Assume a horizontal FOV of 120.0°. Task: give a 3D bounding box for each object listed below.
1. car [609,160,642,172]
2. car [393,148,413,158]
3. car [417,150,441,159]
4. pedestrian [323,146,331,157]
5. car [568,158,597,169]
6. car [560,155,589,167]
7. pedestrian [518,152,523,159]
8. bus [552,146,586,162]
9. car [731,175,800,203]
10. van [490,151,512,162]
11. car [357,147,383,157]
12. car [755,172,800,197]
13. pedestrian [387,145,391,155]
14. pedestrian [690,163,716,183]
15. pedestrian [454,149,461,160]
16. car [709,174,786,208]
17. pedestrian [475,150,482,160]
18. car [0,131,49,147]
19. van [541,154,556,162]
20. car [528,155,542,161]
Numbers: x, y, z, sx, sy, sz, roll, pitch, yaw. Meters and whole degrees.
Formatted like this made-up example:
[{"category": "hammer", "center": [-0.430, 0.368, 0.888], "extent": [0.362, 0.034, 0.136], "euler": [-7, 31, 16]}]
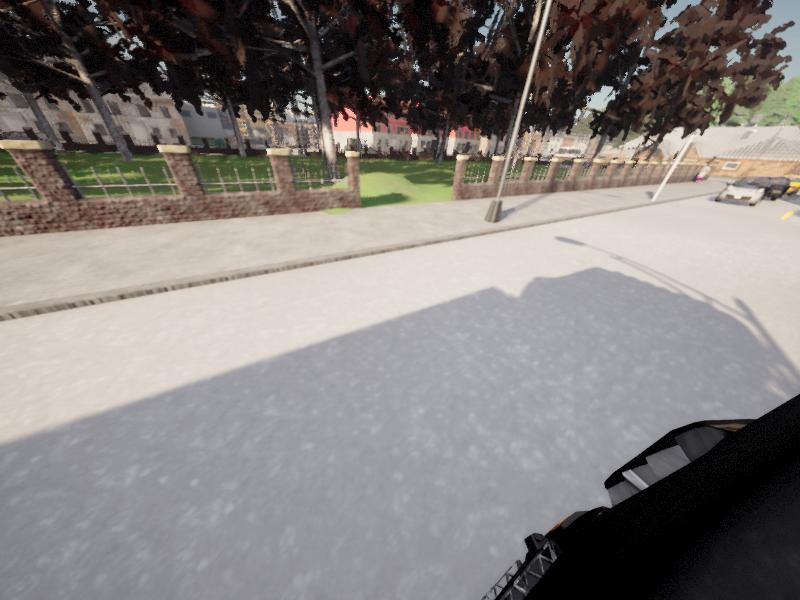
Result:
[{"category": "car", "center": [40.773, -24.292, 41.806], "extent": [1.845, 1.501, 3.633], "euler": [-16, 38, -26]}, {"category": "car", "center": [0.549, -29.905, 47.018], "extent": [3.705, 1.549, 1.789], "euler": [-16, 38, -26]}, {"category": "car", "center": [6.373, -31.549, 49.967], "extent": [4.892, 1.490, 1.837], "euler": [-17, 39, -26]}, {"category": "pedestrian", "center": [-11.497, -23.354, 36.340], "extent": [0.751, 1.300, 0.751], "euler": [-16, 38, -26]}, {"category": "car", "center": [34.629, -26.012, 43.888], "extent": [1.845, 1.501, 3.633], "euler": [-16, 38, -26]}, {"category": "car", "center": [36.201, -28.891, 48.029], "extent": [1.905, 1.878, 3.866], "euler": [-16, 37, -26]}, {"category": "pedestrian", "center": [38.933, -46.906, 74.768], "extent": [0.751, 1.860, 0.751], "euler": [-15, 38, -25]}, {"category": "bus", "center": [57.690, -49.695, 78.839], "extent": [10.273, 4.253, 3.944], "euler": [-16, 38, -26]}, {"category": "car", "center": [27.564, -8.431, 17.318], "extent": [5.357, 1.411, 2.033], "euler": [-16, 38, -26]}, {"category": "van", "center": [24.805, -35.178, 56.702], "extent": [4.480, 2.038, 2.069], "euler": [15, 36, 17]}, {"category": "car", "center": [-5.674, -28.110, 43.892], "extent": [4.514, 1.525, 2.007], "euler": [-16, 38, -26]}, {"category": "car", "center": [33.997, -10.268, 20.380], "extent": [5.366, 1.575, 1.801], "euler": [-16, 38, -25]}, {"category": "pedestrian", "center": [-2.566, -34.369, 52.911], "extent": [0.751, 1.860, 0.751], "euler": [-12, 37, -21]}, {"category": "pedestrian", "center": [32.153, -13.462, 24.508], "extent": [0.751, 1.860, 0.751], "euler": [-16, 38, -26]}, {"category": "pedestrian", "center": [11.864, -30.291, 47.965], "extent": [0.751, 1.860, 0.751], "euler": [-16, 38, -26]}, {"category": "car", "center": [21.704, -6.880, 14.436], "extent": [3.633, 1.501, 1.845], "euler": [-17, 39, -27]}, {"category": "pedestrian", "center": [17.263, -31.870, 50.730], "extent": [0.751, 1.860, 0.751], "euler": [-18, 39, -28]}, {"category": "car", "center": [-45.714, -19.193, 27.526], "extent": [3.633, 1.501, 1.845], "euler": [-16, 38, -26]}, {"category": "van", "center": [48.055, -46.100, 74.785], "extent": [4.442, 1.987, 1.775], "euler": [-16, 38, -26]}, {"category": "car", "center": [41.934, -44.175, 71.825], "extent": [3.633, 1.501, 1.845], "euler": [-16, 38, -26]}]
